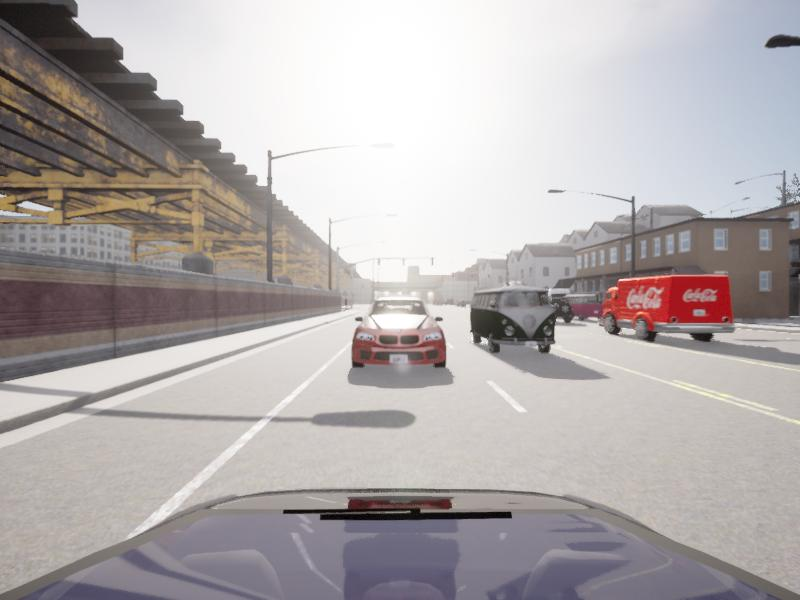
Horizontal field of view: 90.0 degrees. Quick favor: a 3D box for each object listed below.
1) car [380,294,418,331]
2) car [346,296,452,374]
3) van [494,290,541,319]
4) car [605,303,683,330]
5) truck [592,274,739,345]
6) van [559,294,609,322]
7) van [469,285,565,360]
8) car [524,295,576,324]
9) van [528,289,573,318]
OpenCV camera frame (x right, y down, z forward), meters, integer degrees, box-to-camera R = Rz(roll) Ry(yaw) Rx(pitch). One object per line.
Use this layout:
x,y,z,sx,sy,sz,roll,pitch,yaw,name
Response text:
-0.059,0.631,22.202,1.905,1.878,3.866,0,0,0,car
-0.028,0.750,10.791,2.242,1.667,4.611,0,0,0,car
10.408,0.352,36.124,2.351,2.431,6.366,0,0,0,van
13.932,0.890,23.196,1.994,1.385,4.181,0,0,1,car
10.457,0.342,16.484,2.627,2.467,5.204,0,0,0,truck
13.913,0.573,30.525,1.775,1.987,4.442,0,0,0,van
3.467,0.589,12.786,1.775,1.987,4.442,0,0,0,van
10.427,0.632,28.150,1.932,1.855,4.605,0,0,0,car
13.893,0.295,37.363,1.988,2.561,5.915,0,0,0,van
